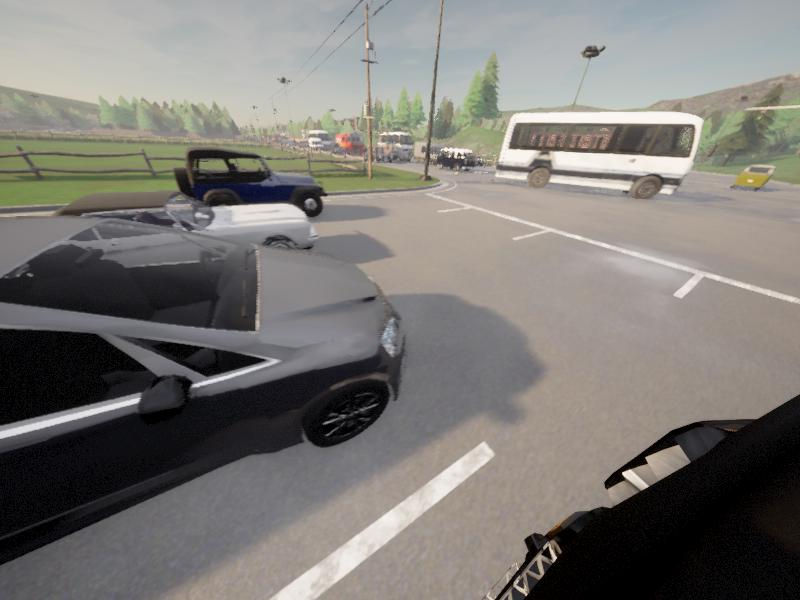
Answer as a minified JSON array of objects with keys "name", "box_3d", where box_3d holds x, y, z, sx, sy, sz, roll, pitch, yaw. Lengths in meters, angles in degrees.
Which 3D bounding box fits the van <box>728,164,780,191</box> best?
[{"name":"van","box_3d":[33.481,-11.693,21.925,4.442,1.987,1.775,-22,42,-32]}]

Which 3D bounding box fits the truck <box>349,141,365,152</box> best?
[{"name":"truck","box_3d":[-12.530,-44.603,66.940,2.627,2.467,5.204,-16,38,-26]}]

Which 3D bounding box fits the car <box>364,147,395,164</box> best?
[{"name":"car","box_3d":[-2.754,-19.241,30.730,2.242,1.667,4.611,-16,39,-26]}]

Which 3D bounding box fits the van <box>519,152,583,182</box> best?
[{"name":"van","box_3d":[14.101,-12.562,21.731,4.480,2.038,2.069,22,40,26]}]

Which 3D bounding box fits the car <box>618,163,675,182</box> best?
[{"name":"car","box_3d":[26.229,-13.571,24.628,4.792,1.488,2.163,-13,37,-21]}]

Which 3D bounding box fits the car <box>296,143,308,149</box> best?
[{"name":"car","box_3d":[-27.890,-43.827,65.622,1.994,1.385,4.181,-16,38,-26]}]

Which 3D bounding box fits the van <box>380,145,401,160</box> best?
[{"name":"van","box_3d":[-1.708,-26.050,40.634,1.775,1.987,4.442,-16,38,-26]}]

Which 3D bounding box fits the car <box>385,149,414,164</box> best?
[{"name":"car","box_3d":[-0.189,-20.493,32.937,1.837,1.490,4.892,-16,39,-26]}]

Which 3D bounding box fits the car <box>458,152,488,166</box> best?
[{"name":"car","box_3d":[10.874,-21.216,34.728,1.851,1.617,3.988,-16,38,-26]}]

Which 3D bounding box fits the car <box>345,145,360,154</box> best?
[{"name":"car","box_3d":[-11.147,-35.093,53.848,1.812,1.442,4.674,-16,39,-26]}]

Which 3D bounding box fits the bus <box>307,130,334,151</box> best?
[{"name":"bus","box_3d":[-21.502,-42.778,61.967,3.944,4.253,10.273,-16,38,-26]}]

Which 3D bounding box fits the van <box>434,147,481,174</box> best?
[{"name":"van","box_3d":[5.910,-14.780,24.415,2.069,2.038,4.480,-17,39,-27]}]

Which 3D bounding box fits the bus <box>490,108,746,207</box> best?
[{"name":"bus","box_3d":[12.055,-9.493,15.037,10.273,4.253,3.944,20,40,23]}]

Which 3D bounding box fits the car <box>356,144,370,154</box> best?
[{"name":"car","box_3d":[-8.979,-36.998,56.453,1.905,1.878,3.866,-16,38,-26]}]

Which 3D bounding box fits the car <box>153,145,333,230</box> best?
[{"name":"car","box_3d":[-4.434,-3.644,7.255,3.866,1.878,1.905,-16,38,-26]}]

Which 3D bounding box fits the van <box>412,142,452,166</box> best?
[{"name":"van","box_3d":[4.257,-20.427,32.231,1.988,2.561,5.915,-16,39,-26]}]

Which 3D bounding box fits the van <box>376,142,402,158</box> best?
[{"name":"van","box_3d":[-2.370,-30.743,47.158,2.351,2.431,6.366,-16,39,-26]}]

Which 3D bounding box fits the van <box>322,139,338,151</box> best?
[{"name":"van","box_3d":[-19.957,-44.183,65.801,2.351,2.431,6.366,-16,38,-26]}]

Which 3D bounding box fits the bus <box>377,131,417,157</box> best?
[{"name":"bus","box_3d":[-0.894,-34.068,50.573,3.944,4.253,10.273,-16,38,-26]}]

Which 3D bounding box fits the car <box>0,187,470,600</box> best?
[{"name":"car","box_3d":[-2.173,0.312,1.747,4.611,1.667,2.242,-14,38,-24]}]

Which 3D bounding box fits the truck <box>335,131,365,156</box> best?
[{"name":"truck","box_3d":[-10.082,-31.225,46.049,2.891,3.827,8.468,-16,38,-26]}]

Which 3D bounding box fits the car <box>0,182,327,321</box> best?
[{"name":"car","box_3d":[-4.053,-1.239,4.246,4.718,1.301,1.895,-16,38,-26]}]

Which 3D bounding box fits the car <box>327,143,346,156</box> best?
[{"name":"car","box_3d":[-11.927,-28.344,43.384,1.932,1.855,4.605,-16,38,-26]}]

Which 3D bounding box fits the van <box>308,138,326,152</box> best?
[{"name":"van","box_3d":[-19.158,-35.750,53.224,1.988,2.561,5.915,-16,39,-26]}]

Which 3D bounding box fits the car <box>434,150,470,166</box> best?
[{"name":"car","box_3d":[7.452,-20.741,33.756,2.152,1.651,5.027,-16,38,-26]}]
